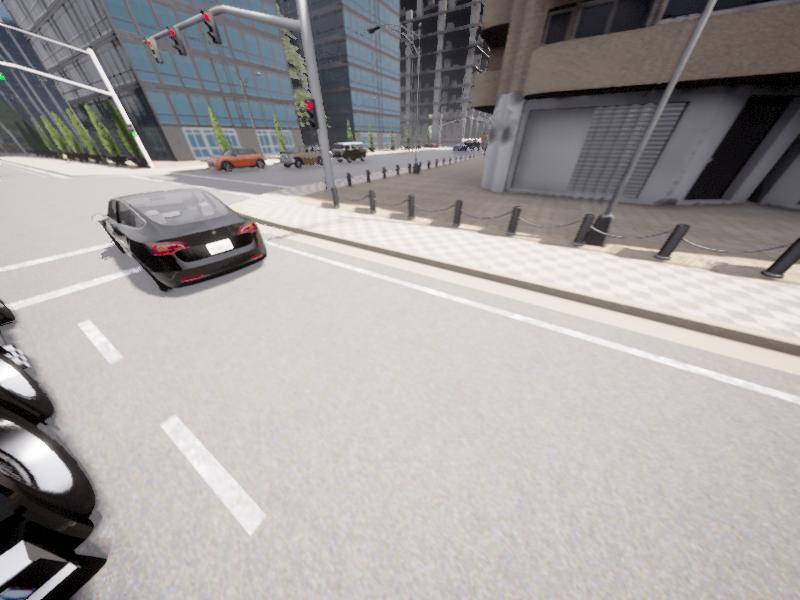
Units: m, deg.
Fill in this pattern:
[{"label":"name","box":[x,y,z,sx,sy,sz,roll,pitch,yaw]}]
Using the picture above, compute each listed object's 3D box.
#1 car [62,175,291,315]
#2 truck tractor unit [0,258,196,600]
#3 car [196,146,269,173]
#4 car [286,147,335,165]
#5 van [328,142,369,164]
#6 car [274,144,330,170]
[{"label":"car","box":[-5.007,-1.666,5.164,4.792,1.488,2.163,22,41,29]},{"label":"truck tractor unit","box":[-5.106,-0.303,0.796,6.516,4.208,3.053,19,39,25]},{"label":"car","box":[-14.872,-12.785,20.888,2.097,1.767,4.553,19,39,26]},{"label":"car","box":[-10.334,-16.976,27.123,2.128,1.511,4.902,19,39,25]},{"label":"van","box":[-5.934,-17.515,27.392,2.069,2.038,4.480,19,39,25]},{"label":"car","box":[-9.432,-14.112,22.672,1.932,1.855,4.605,19,39,25]}]
